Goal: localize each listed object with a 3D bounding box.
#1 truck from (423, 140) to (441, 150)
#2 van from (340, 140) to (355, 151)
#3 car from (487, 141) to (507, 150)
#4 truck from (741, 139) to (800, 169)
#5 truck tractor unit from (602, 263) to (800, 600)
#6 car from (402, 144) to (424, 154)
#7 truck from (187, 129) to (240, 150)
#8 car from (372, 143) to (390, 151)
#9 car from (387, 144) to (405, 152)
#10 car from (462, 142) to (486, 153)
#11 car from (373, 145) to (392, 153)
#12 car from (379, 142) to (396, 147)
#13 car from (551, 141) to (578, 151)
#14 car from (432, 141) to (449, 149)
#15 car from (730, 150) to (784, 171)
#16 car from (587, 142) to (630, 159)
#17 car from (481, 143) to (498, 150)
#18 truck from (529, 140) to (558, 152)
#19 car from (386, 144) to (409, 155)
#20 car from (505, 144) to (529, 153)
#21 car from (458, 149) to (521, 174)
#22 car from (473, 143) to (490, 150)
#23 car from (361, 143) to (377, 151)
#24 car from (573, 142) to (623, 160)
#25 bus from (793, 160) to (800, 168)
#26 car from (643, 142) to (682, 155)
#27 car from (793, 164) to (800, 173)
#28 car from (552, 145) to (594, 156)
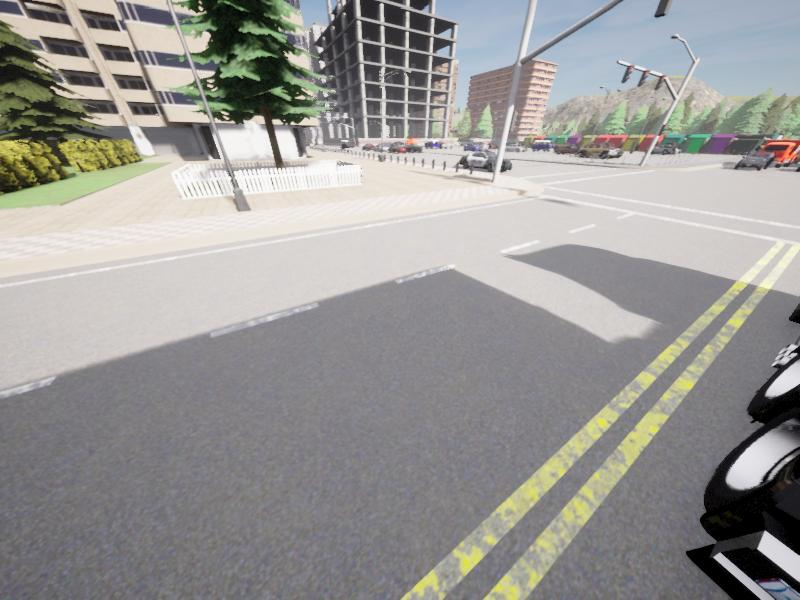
[{"bbox_3d":[8.219,-40.370,59.957,2.069,2.038,4.478,-18,39,-24],"label":"truck"},{"bbox_3d":[-12.452,-36.591,54.665,2.069,2.038,4.480,-18,39,-24],"label":"van"},{"bbox_3d":[26.101,-41.934,62.508,1.932,1.855,4.605,-18,39,-24],"label":"car"},{"bbox_3d":[40.073,-15.605,24.561,5.204,2.467,2.627,-17,39,-23],"label":"truck"},{"bbox_3d":[5.105,-0.308,0.780,6.516,4.208,3.053,-19,39,-24],"label":"truck tractor unit"},{"bbox_3d":[2.405,-29.666,45.277,1.882,1.535,5.008,-18,39,-25],"label":"car"},{"bbox_3d":[-42.279,-36.605,52.789,8.468,3.827,2.891,-18,39,-24],"label":"truck"},{"bbox_3d":[-4.489,-36.423,55.053,2.033,1.411,5.357,-18,39,-24],"label":"car"},{"bbox_3d":[-0.850,-32.839,49.891,1.812,1.442,4.674,-18,39,-25],"label":"car"},{"bbox_3d":[15.736,-32.678,49.433,2.242,1.667,4.611,-18,39,-24],"label":"car"},{"bbox_3d":[-3.727,-31.642,48.279,1.895,1.301,4.718,-18,39,-24],"label":"car"},{"bbox_3d":[-4.365,-52.996,78.668,5.357,1.411,2.033,-18,39,-25],"label":"car"},{"bbox_3d":[38.424,-36.011,54.098,1.932,1.855,4.605,-18,39,-24],"label":"car"},{"bbox_3d":[10.693,-41.143,61.252,1.932,1.855,4.605,-18,39,-24],"label":"car"},{"bbox_3d":[34.130,-13.356,22.108,3.633,1.501,1.845,-18,39,-24],"label":"car"},{"bbox_3d":[30.189,-21.756,33.567,1.905,1.878,3.866,-18,39,-24],"label":"car"},{"bbox_3d":[23.799,-40.980,61.488,1.784,1.438,3.905,-18,39,-24],"label":"car"},{"bbox_3d":[31.330,-33.744,50.622,2.069,2.038,4.478,-18,39,-24],"label":"truck"},{"bbox_3d":[-0.531,-28.557,43.711,2.163,1.488,4.792,-18,39,-24],"label":"car"},{"bbox_3d":[23.822,-31.005,47.219,1.970,1.475,3.806,-18,39,-24],"label":"car"},{"bbox_3d":[7.701,-12.447,20.596,2.038,1.542,4.974,-18,39,-24],"label":"car"},{"bbox_3d":[21.290,-40.138,60.316,1.970,1.475,3.806,-18,39,-24],"label":"car"},{"bbox_3d":[-7.229,-35.159,53.173,1.812,1.442,4.674,-18,39,-24],"label":"car"},{"bbox_3d":[27.653,-20.969,32.413,1.932,1.855,4.605,-18,39,-24],"label":"car"},{"bbox_3d":[47.087,-16.132,23.814,10.273,4.253,3.944,-17,38,-23],"label":"bus"},{"bbox_3d":[47.179,-27.305,41.668,1.905,1.878,3.866,-18,39,-24],"label":"car"},{"bbox_3d":[38.373,-12.453,20.763,5.027,1.651,2.152,-18,39,-24],"label":"car"},{"bbox_3d":[29.330,-25.532,39.391,2.033,1.415,5.357,-18,39,-24],"label":"car"}]
